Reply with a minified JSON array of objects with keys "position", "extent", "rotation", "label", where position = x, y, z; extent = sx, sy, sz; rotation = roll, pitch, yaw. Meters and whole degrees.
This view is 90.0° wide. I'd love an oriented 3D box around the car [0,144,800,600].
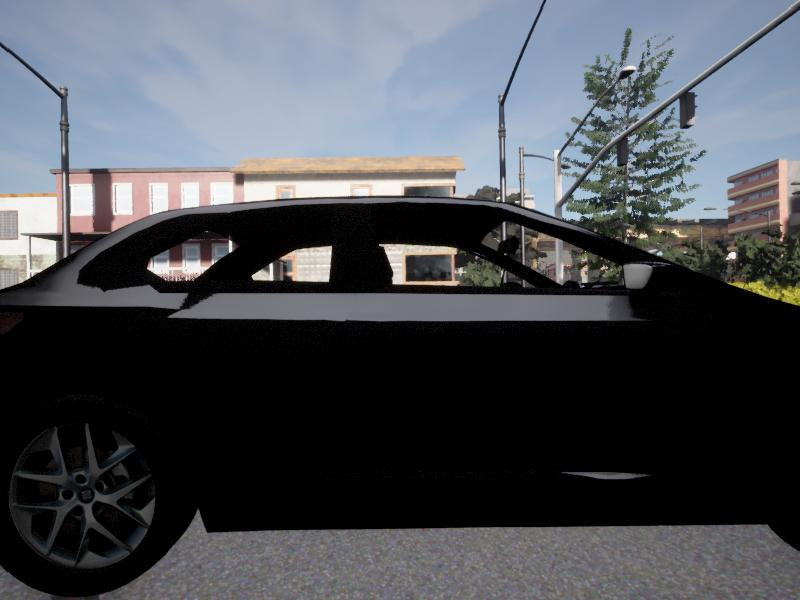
[{"position":[0.342,0.254,2.184],"extent":[4.193,1.474,1.816],"rotation":[0,0,-1],"label":"car"}]
